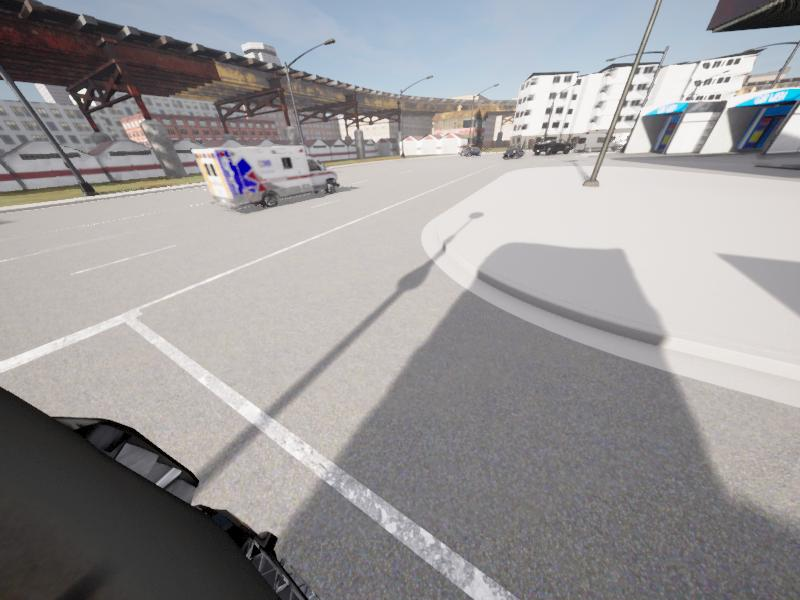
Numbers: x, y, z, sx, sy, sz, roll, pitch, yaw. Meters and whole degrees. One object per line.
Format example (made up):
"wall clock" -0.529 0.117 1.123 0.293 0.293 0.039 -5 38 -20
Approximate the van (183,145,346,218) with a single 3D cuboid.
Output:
"van" -6.134 -6.324 11.748 2.351 2.431 6.366 21 40 30

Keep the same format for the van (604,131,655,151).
"van" 40.423 -28.093 40.832 5.915 2.561 1.988 -1 34 3

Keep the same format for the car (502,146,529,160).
"car" 16.518 -21.099 33.060 3.633 1.501 1.845 -27 40 -32

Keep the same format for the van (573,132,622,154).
"van" 32.254 -25.756 37.944 5.915 2.561 1.988 -7 34 -7

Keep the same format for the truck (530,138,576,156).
"truck" 24.143 -24.145 36.544 6.274 2.098 2.390 -17 36 -20

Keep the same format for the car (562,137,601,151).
"car" 36.786 -31.679 46.960 5.566 2.045 2.150 -2 33 2

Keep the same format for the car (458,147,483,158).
"car" 12.716 -26.613 41.705 3.806 1.475 1.970 -22 38 -26
